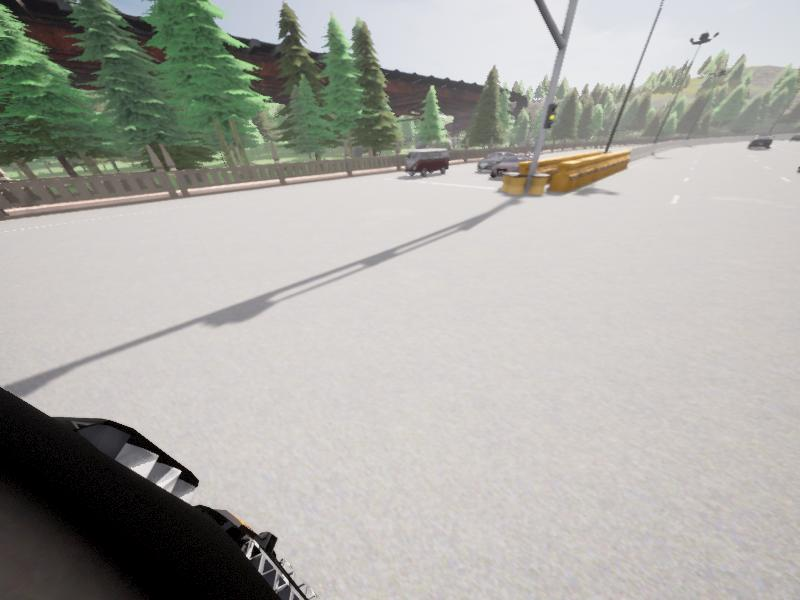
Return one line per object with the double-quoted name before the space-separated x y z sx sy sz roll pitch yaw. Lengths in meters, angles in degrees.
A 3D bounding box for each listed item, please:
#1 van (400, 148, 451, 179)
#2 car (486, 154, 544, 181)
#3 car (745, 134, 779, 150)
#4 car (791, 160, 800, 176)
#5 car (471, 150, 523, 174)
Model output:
"van" 2.302 -11.947 20.086 4.442 1.987 1.775 -28 41 -33
"car" 8.413 -9.735 16.868 4.181 1.385 1.994 -28 41 -33
"car" 52.338 -22.939 33.486 5.238 1.638 1.930 -27 40 -31
"car" 23.153 -7.274 11.950 4.974 1.542 2.038 -28 41 -33
"car" 8.950 -12.700 21.186 4.902 1.511 2.128 -28 41 -33
